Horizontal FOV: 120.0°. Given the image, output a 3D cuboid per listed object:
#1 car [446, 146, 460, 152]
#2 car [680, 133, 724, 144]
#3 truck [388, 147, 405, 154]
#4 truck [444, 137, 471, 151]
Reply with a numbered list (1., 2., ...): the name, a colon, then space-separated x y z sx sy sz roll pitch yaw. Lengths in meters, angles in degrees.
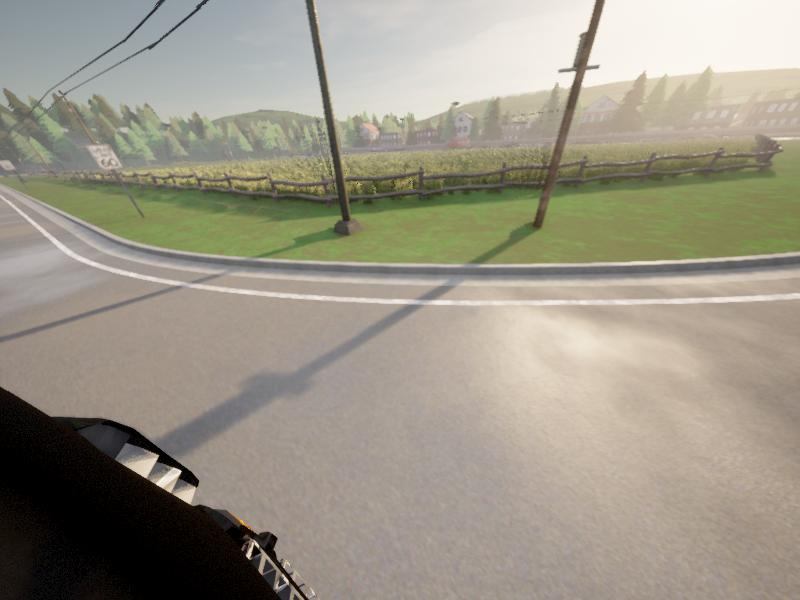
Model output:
1. car: 18.400 -52.207 79.741 4.193 1.474 1.816 17 39 27
2. car: 65.024 -34.871 49.891 5.366 1.575 1.801 17 39 27
3. truck: -1.499 -59.639 91.940 6.274 2.098 2.390 17 39 27
4. truck: 20.351 -55.386 82.249 8.468 3.827 2.891 17 39 27
